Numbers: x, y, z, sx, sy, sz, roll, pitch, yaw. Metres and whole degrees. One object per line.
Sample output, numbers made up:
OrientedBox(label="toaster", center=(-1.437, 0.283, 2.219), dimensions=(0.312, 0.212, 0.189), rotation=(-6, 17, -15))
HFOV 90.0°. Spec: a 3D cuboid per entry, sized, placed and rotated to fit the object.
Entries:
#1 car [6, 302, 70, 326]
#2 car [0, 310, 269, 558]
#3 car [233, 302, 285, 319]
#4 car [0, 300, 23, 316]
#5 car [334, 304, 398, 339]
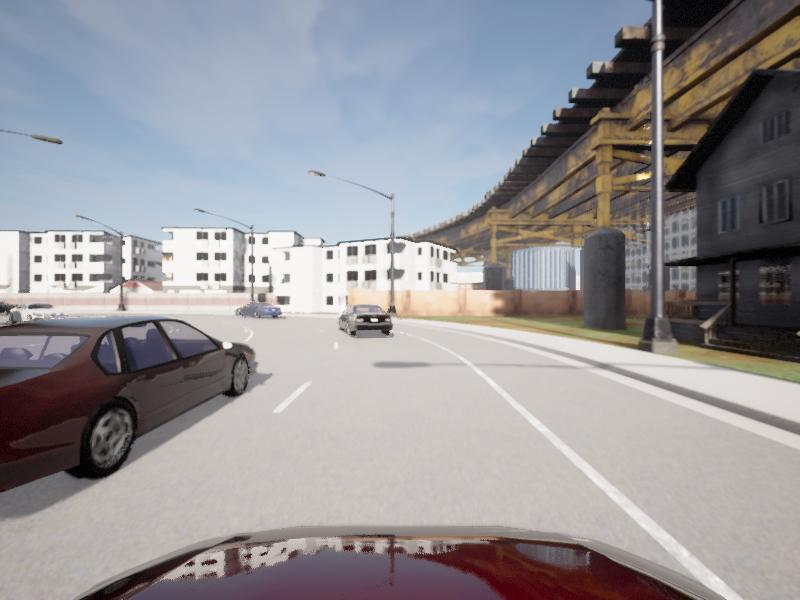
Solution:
OrientedBox(label="car", center=(-24.321, 0.881, 26.830), dimensions=(4.674, 1.442, 1.812), rotation=(0, 0, 30))
OrientedBox(label="car", center=(-3.514, 0.897, 4.969), dimensions=(2.033, 1.411, 5.357), rotation=(0, 0, 0))
OrientedBox(label="car", center=(-12.641, 0.910, 35.676), dimensions=(5.357, 1.411, 2.033), rotation=(0, 0, 41))
OrientedBox(label="car", center=(-42.216, 0.789, 41.090), dimensions=(5.238, 1.638, 1.930), rotation=(0, 0, 2))
OrientedBox(label="car", center=(-1.821, 0.903, 19.389), dimensions=(2.033, 1.411, 5.357), rotation=(0, 0, -17))
